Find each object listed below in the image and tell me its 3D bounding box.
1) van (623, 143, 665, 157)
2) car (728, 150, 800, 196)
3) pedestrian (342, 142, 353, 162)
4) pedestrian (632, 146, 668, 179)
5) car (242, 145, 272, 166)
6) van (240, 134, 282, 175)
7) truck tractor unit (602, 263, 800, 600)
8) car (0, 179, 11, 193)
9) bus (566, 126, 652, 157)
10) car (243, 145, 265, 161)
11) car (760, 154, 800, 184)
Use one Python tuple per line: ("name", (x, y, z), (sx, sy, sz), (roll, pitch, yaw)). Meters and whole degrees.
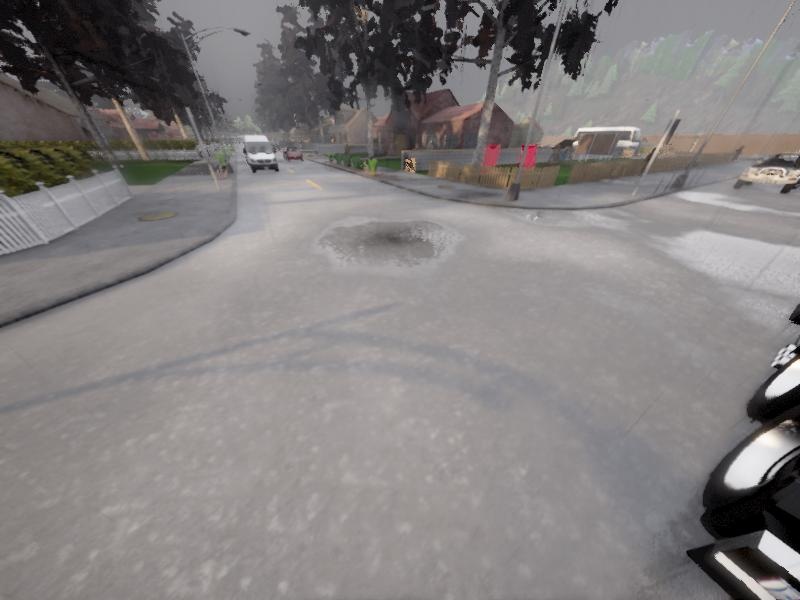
("van", (43.832, -27.135, 41.636), (1.775, 1.987, 4.442), (-18, 39, -24))
("car", (21.295, -7.254, 12.965), (4.605, 1.855, 1.932), (-18, 39, -24))
("pedestrian", (-6.065, -17.081, 26.648), (0.751, 1.860, 0.751), (-18, 39, -25))
("pedestrian", (16.879, -9.294, 15.653), (0.751, 1.860, 0.751), (-19, 39, -25))
("car", (-15.686, -15.855, 25.238), (2.152, 1.651, 5.027), (-18, 39, -24))
("van", (-11.855, -12.423, 19.544), (1.988, 2.561, 5.915), (-18, 39, -24))
("truck tractor unit", (5.110, -0.302, 0.783), (6.516, 4.208, 3.053), (-18, 39, -24))
("car", (-19.168, -4.487, 8.631), (4.181, 1.381, 1.994), (-18, 39, -24))
("bus", (38.046, -29.385, 42.839), (3.944, 4.253, 10.273), (-18, 39, -24))
("car", (-19.284, -19.401, 30.340), (1.801, 1.575, 5.366), (-18, 39, -24))
("car", (28.122, -9.320, 16.330), (4.892, 1.490, 1.837), (-18, 39, -24))
